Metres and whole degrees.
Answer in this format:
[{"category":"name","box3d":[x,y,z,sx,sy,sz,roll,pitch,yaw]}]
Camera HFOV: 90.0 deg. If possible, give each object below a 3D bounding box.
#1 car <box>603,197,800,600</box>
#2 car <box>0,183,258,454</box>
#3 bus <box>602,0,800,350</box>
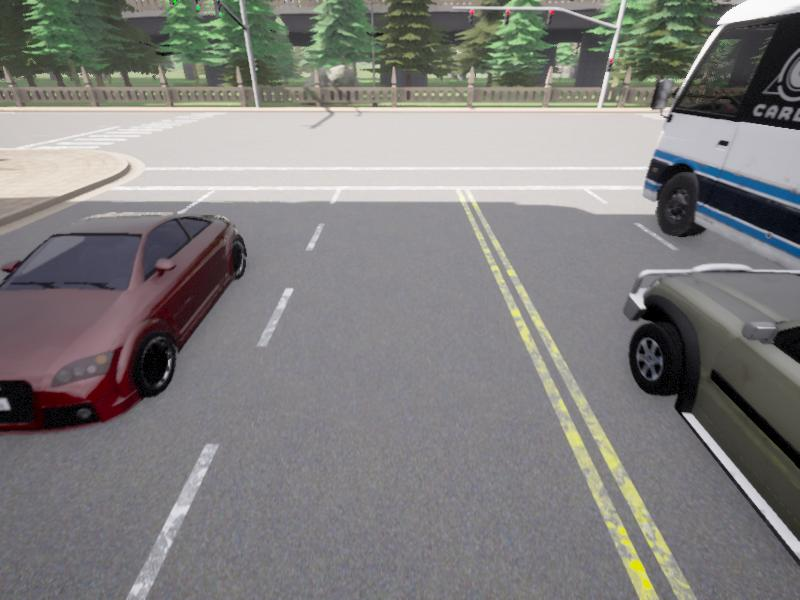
[{"category":"car","box3d":[3.514,0.912,2.580,1.932,1.855,4.605,0,30,0]},{"category":"car","box3d":[-3.537,-0.258,5.081,1.994,1.385,4.181,0,30,-1]},{"category":"bus","box3d":[6.895,-1.438,4.239,3.944,4.253,10.273,0,30,0]}]
